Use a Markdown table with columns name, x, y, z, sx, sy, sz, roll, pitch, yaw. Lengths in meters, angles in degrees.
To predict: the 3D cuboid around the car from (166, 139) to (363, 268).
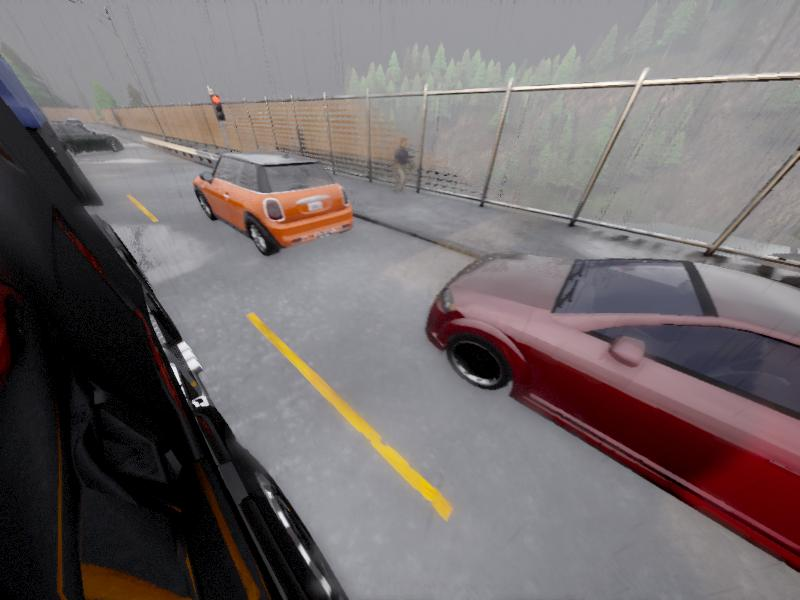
| name | x | y | z | sx | sy | sz | roll | pitch | yaw |
| --- | --- | --- | --- | --- | --- | --- | --- | --- | --- |
| car | -3.278 | -2.706 | 5.617 | 4.553 | 1.767 | 2.097 | 28 | 43 | 30 |

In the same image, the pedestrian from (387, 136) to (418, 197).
| name | x | y | z | sx | sy | sz | roll | pitch | yaw |
| --- | --- | --- | --- | --- | --- | --- | --- | --- | --- |
| pedestrian | 0.066 | -4.931 | 8.566 | 0.751 | 1.860 | 0.751 | 27 | 43 | 29 |

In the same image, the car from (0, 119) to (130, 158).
| name | x | y | z | sx | sy | sz | roll | pitch | yaw |
| --- | --- | --- | --- | --- | --- | --- | --- | --- | --- |
| car | -21.259 | -10.528 | 15.005 | 2.097 | 1.767 | 4.553 | 0 | 36 | -3 |

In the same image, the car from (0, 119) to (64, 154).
| name | x | y | z | sx | sy | sz | roll | pitch | yaw |
| --- | --- | --- | --- | --- | --- | --- | --- | --- | --- |
| car | -25.411 | -11.302 | 15.912 | 5.238 | 1.638 | 1.930 | 28 | 43 | 30 |

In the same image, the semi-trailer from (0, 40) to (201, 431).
| name | x | y | z | sx | sy | sz | roll | pitch | yaw |
| --- | --- | --- | --- | --- | --- | --- | --- | --- | --- |
| semi-trailer | -8.707 | -3.584 | 4.240 | 14.254 | 4.402 | 2.717 | 28 | 43 | 30 |

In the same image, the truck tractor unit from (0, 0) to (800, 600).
| name | x | y | z | sx | sy | sz | roll | pitch | yaw |
| --- | --- | --- | --- | --- | --- | --- | --- | --- | --- |
| truck tractor unit | -2.645 | -0.295 | 0.351 | 6.516 | 4.208 | 3.053 | 28 | 44 | 30 |

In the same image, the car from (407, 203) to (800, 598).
| name | x | y | z | sx | sy | sz | roll | pitch | yaw |
| --- | --- | --- | --- | --- | --- | --- | --- | --- | --- |
| car | 2.356 | 0.429 | 2.109 | 4.181 | 1.385 | 1.994 | 28 | 43 | 30 |
